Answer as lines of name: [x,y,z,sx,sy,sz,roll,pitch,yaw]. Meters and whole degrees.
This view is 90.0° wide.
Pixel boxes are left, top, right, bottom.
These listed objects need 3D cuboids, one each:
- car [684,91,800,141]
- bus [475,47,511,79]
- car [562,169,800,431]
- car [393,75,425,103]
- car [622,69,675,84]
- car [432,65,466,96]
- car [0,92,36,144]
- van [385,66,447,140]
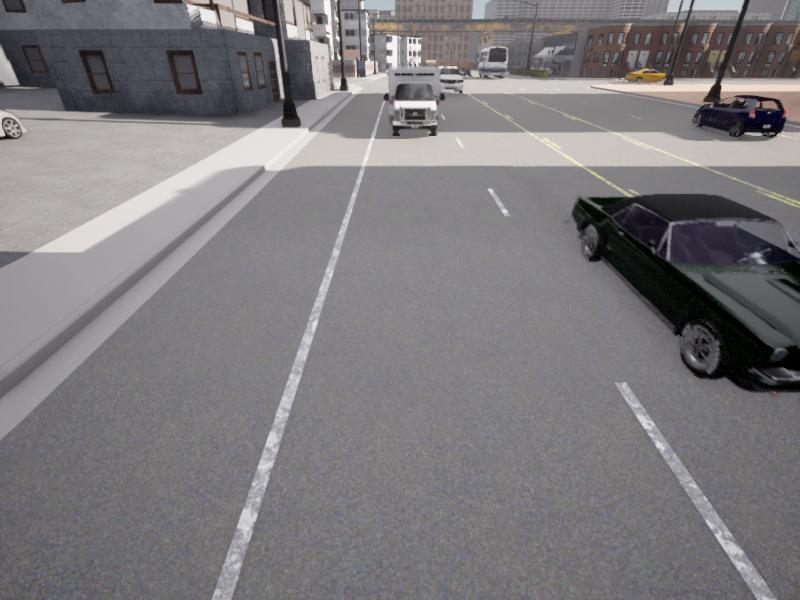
car: [14.608,-8.065,17.356,1.845,1.501,3.633,0,32,0]
bus: [15.038,-38.965,65.781,3.944,4.253,10.273,2,31,3]
car: [4.097,-0.553,5.437,1.895,1.301,4.718,0,31,0]
car: [0.601,-15.606,29.493,2.128,1.511,4.902,0,32,0]
car: [30.192,-27.264,48.702,5.008,1.535,1.882,1,31,1]
car: [4.108,-18.976,34.471,2.150,2.045,5.566,0,32,-1]
car: [-14.870,-5.884,13.238,1.970,1.475,3.806,0,32,0]
van: [0.606,-9.256,18.417,2.351,2.431,6.366,0,32,0]
